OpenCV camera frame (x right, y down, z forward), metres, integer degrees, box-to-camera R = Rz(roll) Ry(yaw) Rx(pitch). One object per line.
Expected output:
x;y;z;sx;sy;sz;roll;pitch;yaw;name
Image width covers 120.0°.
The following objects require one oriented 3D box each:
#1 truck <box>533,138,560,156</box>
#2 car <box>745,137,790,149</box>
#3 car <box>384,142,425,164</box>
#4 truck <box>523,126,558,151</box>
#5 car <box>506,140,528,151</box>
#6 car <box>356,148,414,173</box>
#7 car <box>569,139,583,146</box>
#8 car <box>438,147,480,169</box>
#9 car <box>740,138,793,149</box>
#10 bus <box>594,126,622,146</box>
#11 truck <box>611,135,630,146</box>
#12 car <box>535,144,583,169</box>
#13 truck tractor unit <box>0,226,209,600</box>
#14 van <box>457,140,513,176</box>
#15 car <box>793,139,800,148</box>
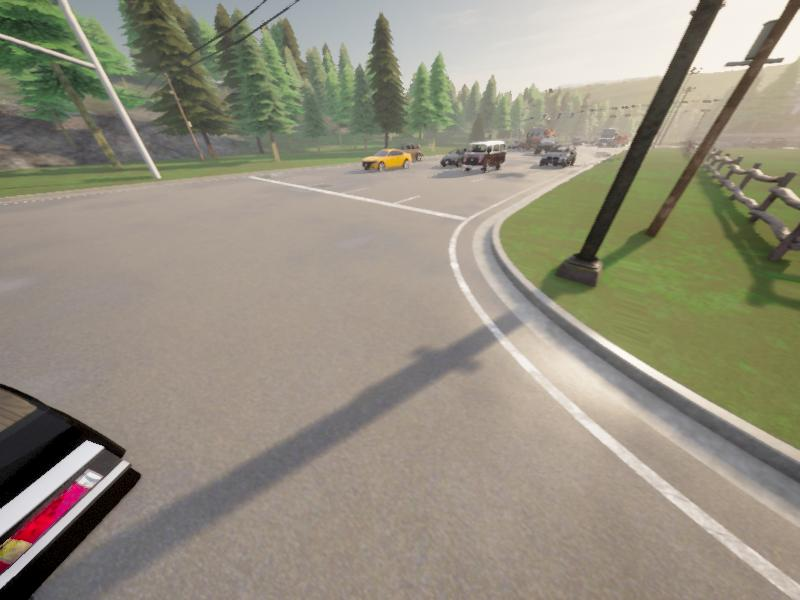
22.236;-23.314;35.028;2.390;2.098;6.274;20;40;26;truck
69.971;-29.944;44.064;3.866;1.878;1.905;26;43;33;car
0.576;-16.242;25.427;1.932;1.855;4.605;27;43;33;car
27.858;-31.910;45.687;2.891;3.827;8.468;27;43;33;truck
23.593;-31.240;46.701;2.152;1.651;5.027;27;43;33;car
-1.077;-11.952;19.642;1.882;1.535;5.008;26;43;33;car
53.528;-47.748;70.060;2.152;1.651;5.027;27;43;33;car
5.495;-13.226;21.427;1.816;1.474;4.193;27;43;33;car
72.705;-31.165;45.968;5.238;1.638;1.930;26;43;33;car
59.177;-46.476;65.640;3.944;4.253;10.273;27;43;33;bus
58.390;-42.290;61.248;2.627;2.467;5.204;27;43;33;truck
14.496;-13.136;21.016;2.242;1.667;4.611;27;43;33;car
-5.323;0.014;0.335;6.516;4.208;3.053;7;36;10;truck tractor unit
6.647;-11.176;18.001;2.069;2.038;4.480;27;43;33;van
80.436;-29.939;44.269;4.792;1.488;2.163;26;43;33;car
